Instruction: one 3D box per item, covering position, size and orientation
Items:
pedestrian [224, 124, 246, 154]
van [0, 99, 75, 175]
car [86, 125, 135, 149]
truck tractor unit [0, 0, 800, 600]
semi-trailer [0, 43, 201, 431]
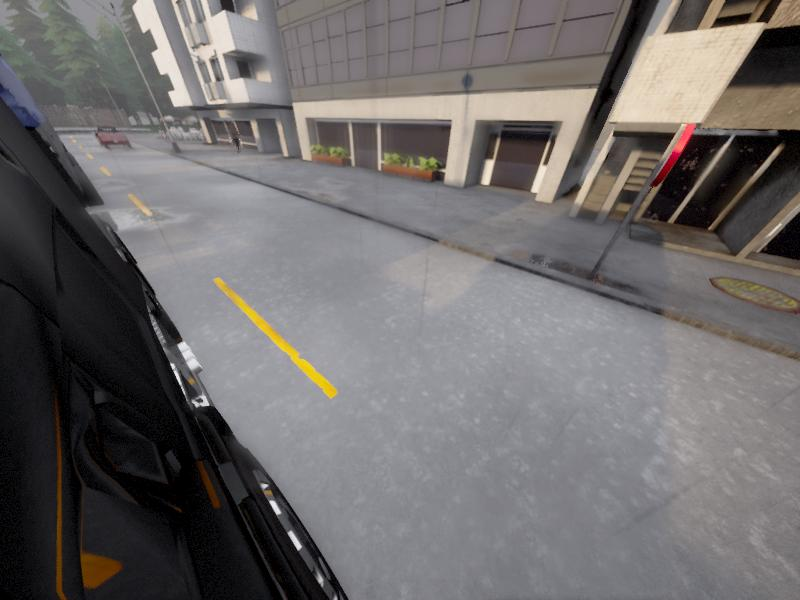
[{"bbox_3d":[-12.914,-12.609,18.119,0.751,1.860,0.751,-28,46,-34],"label":"pedestrian"},{"bbox_3d":[-18.447,-7.942,11.174,5.915,2.561,1.988,27,43,30],"label":"van"},{"bbox_3d":[-24.953,-14.077,19.927,3.633,1.501,1.845,28,43,30],"label":"car"},{"bbox_3d":[-2.645,-0.295,0.352,6.516,4.208,3.053,28,44,30],"label":"truck tractor unit"},{"bbox_3d":[-8.699,-3.585,4.254,14.254,4.402,2.717,28,44,30],"label":"semi-trailer"}]
